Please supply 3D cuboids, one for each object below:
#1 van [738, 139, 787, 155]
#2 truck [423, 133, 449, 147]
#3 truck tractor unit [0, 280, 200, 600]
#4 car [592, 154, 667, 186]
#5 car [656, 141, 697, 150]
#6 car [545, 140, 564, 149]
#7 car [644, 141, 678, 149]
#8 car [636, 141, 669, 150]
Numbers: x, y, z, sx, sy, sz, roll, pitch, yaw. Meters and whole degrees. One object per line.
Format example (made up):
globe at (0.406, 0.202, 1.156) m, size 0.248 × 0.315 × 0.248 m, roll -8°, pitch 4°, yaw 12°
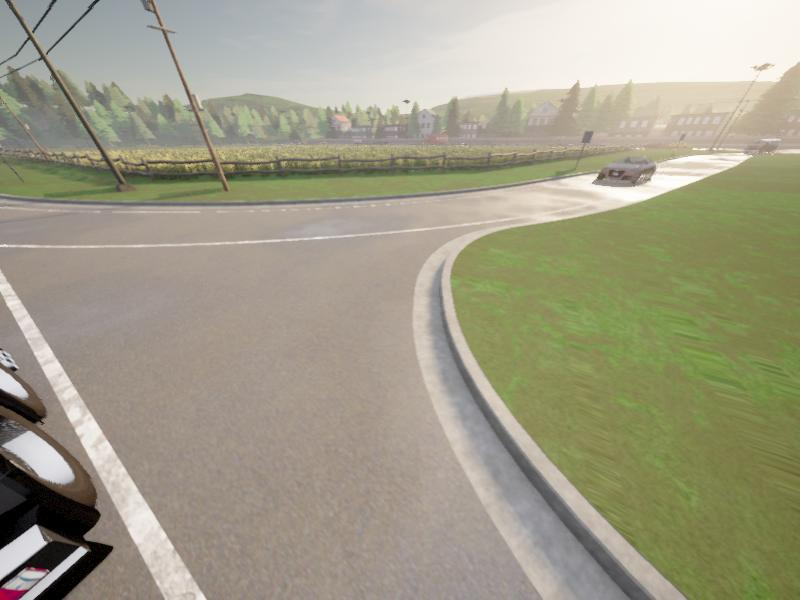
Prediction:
van at (57.625, -24.413, 36.775) m, size 4.480 × 2.038 × 2.069 m, roll -10°, pitch 36°, yaw -13°
truck at (13.006, -57.793, 83.510) m, size 8.468 × 3.827 × 2.891 m, roll 18°, pitch 39°, yaw 25°
truck tractor unit at (-5.137, -0.275, 0.737) m, size 6.516 × 4.208 × 3.053 m, roll 17°, pitch 38°, yaw 23°
car at (14.512, -8.319, 14.621) m, size 4.181 × 1.385 × 1.994 m, roll -22°, pitch 40°, yaw -27°
car at (60.726, -33.950, 50.847) m, size 5.366 × 1.575 × 1.801 m, roll 18°, pitch 39°, yaw 25°
car at (42.270, -42.569, 63.105) m, size 3.866 × 1.878 × 1.905 m, roll 19°, pitch 39°, yaw 25°
car at (63.574, -37.776, 56.354) m, size 5.008 × 1.535 × 1.882 m, roll 18°, pitch 39°, yaw 25°
car at (59.801, -36.733, 54.888) m, size 5.008 × 1.535 × 1.882 m, roll 23°, pitch 41°, yaw 30°
